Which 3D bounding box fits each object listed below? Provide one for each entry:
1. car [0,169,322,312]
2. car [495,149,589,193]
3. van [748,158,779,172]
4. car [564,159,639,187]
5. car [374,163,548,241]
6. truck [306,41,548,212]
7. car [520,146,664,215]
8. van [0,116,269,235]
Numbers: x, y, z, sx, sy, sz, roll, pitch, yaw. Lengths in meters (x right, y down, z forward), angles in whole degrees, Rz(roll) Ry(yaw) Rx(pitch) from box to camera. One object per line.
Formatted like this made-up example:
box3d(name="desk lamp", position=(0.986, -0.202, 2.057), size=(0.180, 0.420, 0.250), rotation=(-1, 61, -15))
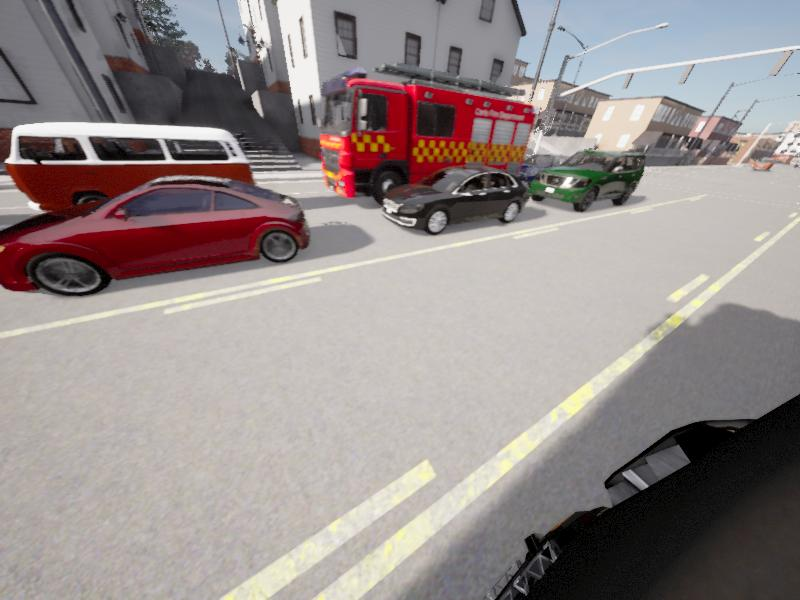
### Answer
box3d(name="car", position=(-3.874, -1.426, 4.162), size=(4.181, 1.385, 1.994), rotation=(-15, 39, -24))
box3d(name="car", position=(8.132, -7.468, 13.271), size=(4.553, 1.767, 2.097), rotation=(-16, 40, -25))
box3d(name="van", position=(65.361, -24.299, 41.520), size=(4.442, 1.987, 1.775), rotation=(-16, 40, -25))
box3d(name="car", position=(14.462, -9.178, 16.551), size=(5.357, 1.411, 2.033), rotation=(-18, 41, -27))
box3d(name="car", position=(1.847, -3.164, 6.973), size=(4.892, 1.490, 1.837), rotation=(-16, 40, -25))
box3d(name="truck", position=(1.293, -6.279, 9.279), size=(8.468, 3.827, 2.891), rotation=(-16, 40, -25))
box3d(name="car", position=(8.247, -5.259, 9.972), size=(5.566, 2.045, 2.150), rotation=(-16, 40, -25))
box3d(name="van", position=(-6.311, -3.337, 6.052), size=(4.480, 2.038, 2.069), rotation=(-16, 40, -25))
